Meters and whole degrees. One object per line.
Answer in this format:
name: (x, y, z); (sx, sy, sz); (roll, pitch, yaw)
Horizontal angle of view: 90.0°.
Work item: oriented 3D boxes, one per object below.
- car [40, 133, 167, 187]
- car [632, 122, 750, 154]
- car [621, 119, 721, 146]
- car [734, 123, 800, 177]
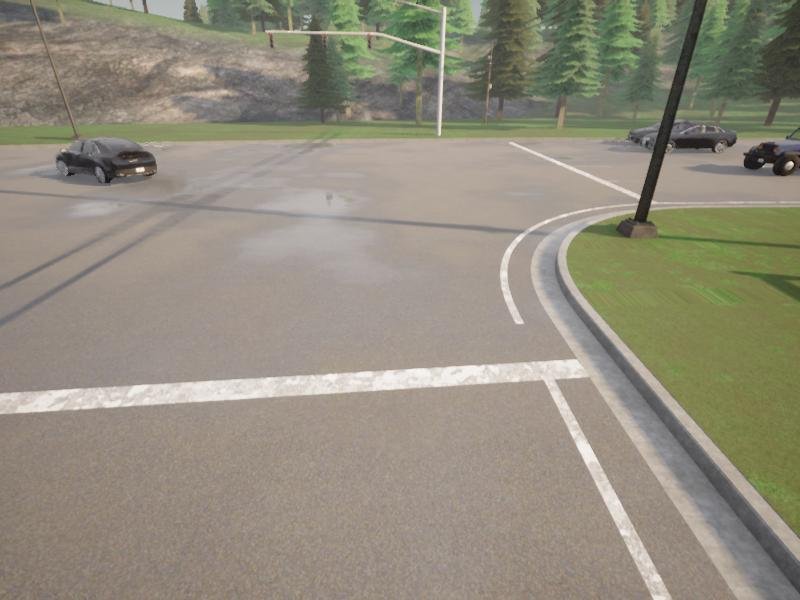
car: (-11.768, -5.655, 15.886); (4.892, 1.490, 1.837); (15, 29, 27)
car: (16.482, -9.293, 22.905); (4.902, 1.511, 2.128); (0, 27, 0)
car: (17.491, -10.894, 26.024); (4.892, 1.490, 1.837); (0, 27, 0)
car: (16.885, -6.253, 16.605); (3.866, 1.878, 1.905); (0, 27, 0)
